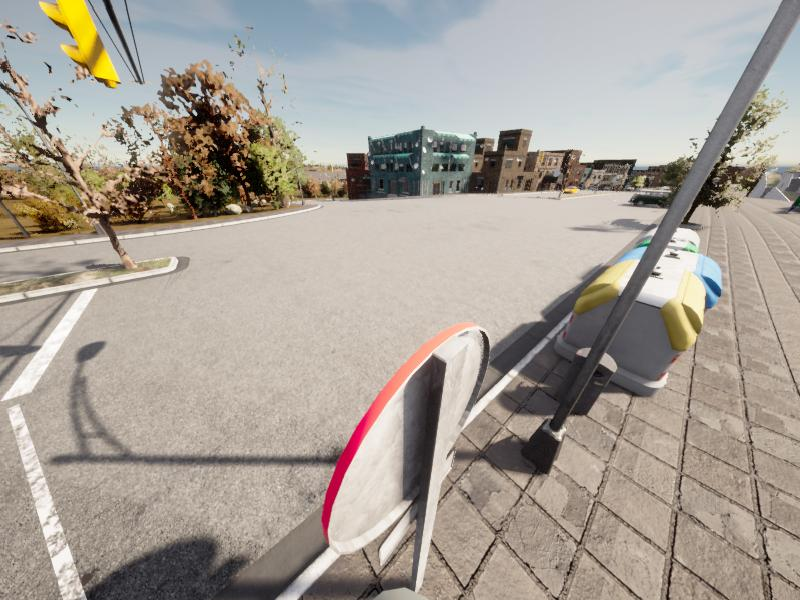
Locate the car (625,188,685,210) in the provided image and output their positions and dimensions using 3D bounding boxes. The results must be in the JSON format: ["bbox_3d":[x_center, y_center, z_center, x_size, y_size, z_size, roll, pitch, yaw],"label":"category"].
[{"bbox_3d":[32.099,-12.864,29.311,4.442,1.987,1.878,17,33,25],"label":"car"}]

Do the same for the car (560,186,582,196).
[{"bbox_3d":[35.256,-22.545,47.645,5.008,1.535,1.882,-22,36,-35],"label":"car"}]

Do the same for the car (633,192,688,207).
[{"bbox_3d":[36.754,-14.328,32.812,4.674,1.452,2.002,17,33,25],"label":"car"}]

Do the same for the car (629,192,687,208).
[{"bbox_3d":[34.472,-13.468,31.109,4.674,1.452,2.002,17,32,25],"label":"car"}]
